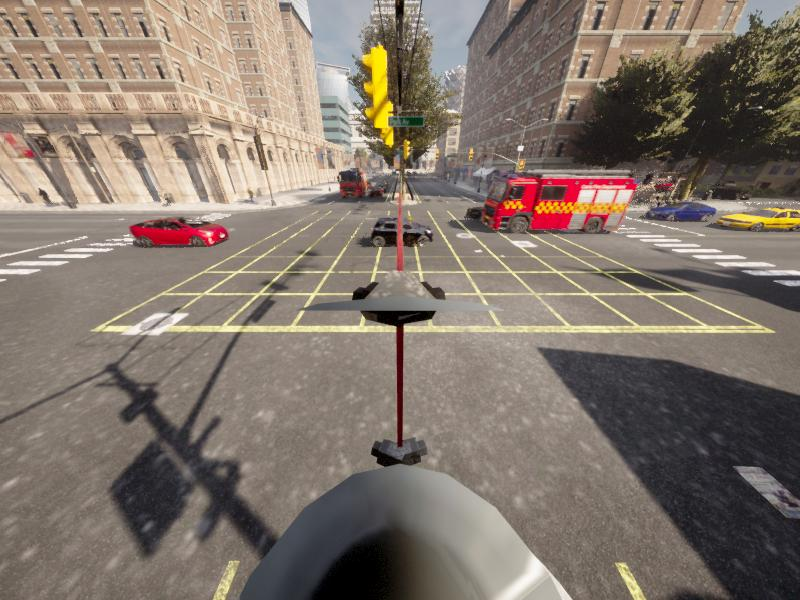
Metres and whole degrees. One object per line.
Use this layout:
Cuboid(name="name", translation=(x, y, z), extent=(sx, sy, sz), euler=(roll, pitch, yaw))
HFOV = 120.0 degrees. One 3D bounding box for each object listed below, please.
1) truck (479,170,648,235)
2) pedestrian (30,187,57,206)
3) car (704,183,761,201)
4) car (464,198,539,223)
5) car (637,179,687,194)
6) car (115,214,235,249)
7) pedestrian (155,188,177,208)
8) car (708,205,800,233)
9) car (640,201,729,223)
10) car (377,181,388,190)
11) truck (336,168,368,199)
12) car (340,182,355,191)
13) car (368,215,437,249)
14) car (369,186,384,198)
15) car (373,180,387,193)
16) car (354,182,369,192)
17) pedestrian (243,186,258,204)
Cuboid(name="truck", translation=(10.462, -6.758, 15.887), extent=(8.468, 3.827, 2.891), euler=(0, 30, 0))
Cuboid(name="pedestrian", translation=(-40.139, -11.698, 26.053), extent=(0.751, 1.860, 0.751), euler=(7, 31, 12))
Cuboid(name="car", translation=(45.912, -14.984, 32.062), extent=(1.905, 1.878, 3.866), euler=(1, 31, 2))
Cuboid(name="car", translation=(8.342, -7.557, 19.453), extent=(5.238, 1.638, 1.930), euler=(0, 30, 0))
Cuboid(name="car", translation=(46.029, -20.116, 40.797), extent=(2.150, 2.045, 5.566), euler=(0, 30, 0))
Cuboid(name="car", translation=(-12.728, -4.011, 13.428), extent=(4.514, 1.525, 2.007), euler=(-1, 30, -1))
Cuboid(name="pedestrian", translation=(-24.937, -10.903, 24.676), extent=(0.751, 1.860, 0.751), euler=(5, 30, 8))
Cuboid(name="car", translation=(26.199, -5.806, 16.483), extent=(5.366, 1.575, 1.801), euler=(0, 30, 0))
Cuboid(name="car", translation=(23.856, -7.505, 19.560), extent=(4.674, 1.442, 1.812), euler=(0, 30, 0))
Cuboid(name="car", translation=(-3.540, -23.214, 46.736), extent=(1.970, 1.475, 3.806), euler=(0, 30, 0))
Cuboid(name="truck", translation=(-7.080, -18.109, 35.546), extent=(2.891, 3.827, 8.468), euler=(0, 30, 0))
Cuboid(name="car", translation=(-10.295, -22.354, 45.417), extent=(1.895, 1.301, 4.718), euler=(0, 30, 0))
Cuboid(name="car", translation=(0.116, -3.997, 13.398), extent=(3.633, 1.501, 1.845), euler=(0, 30, 0))
Cuboid(name="car", translation=(-3.577, -16.711, 35.654), extent=(1.895, 1.301, 4.718), euler=(0, 30, 0))
Cuboid(name="car", translation=(-3.558, -20.387, 41.522), extent=(2.097, 1.767, 4.553), euler=(0, 30, 0))
Cuboid(name="car", translation=(-7.055, -20.928, 42.777), extent=(1.970, 1.475, 3.806), euler=(0, 30, 0))
Cuboid(name="pedestrian", translation=(-17.543, -12.365, 27.210), extent=(0.751, 1.860, 0.751), euler=(-1, 30, -2))
